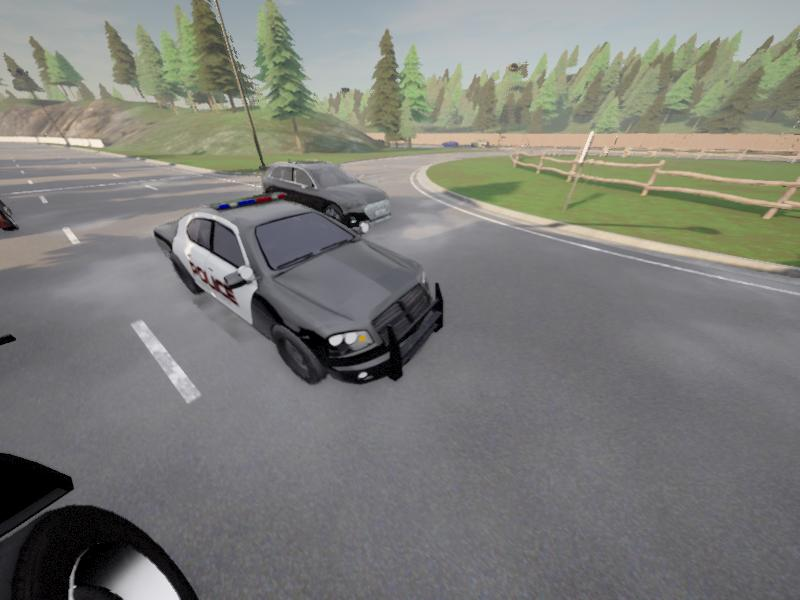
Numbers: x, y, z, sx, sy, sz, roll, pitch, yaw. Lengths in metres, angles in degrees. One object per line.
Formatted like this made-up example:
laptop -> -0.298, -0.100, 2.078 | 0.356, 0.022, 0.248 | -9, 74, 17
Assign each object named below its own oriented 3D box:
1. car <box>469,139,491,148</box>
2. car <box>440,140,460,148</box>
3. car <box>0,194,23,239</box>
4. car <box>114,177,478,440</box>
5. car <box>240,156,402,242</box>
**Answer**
car -> 20.165, -39.620, 58.550 | 4.605, 1.855, 1.932 | 22, 41, 28
car -> 13.475, -42.168, 62.445 | 4.514, 1.525, 2.007 | 22, 41, 28
car -> -12.547, -2.556, 6.188 | 4.181, 1.385, 1.994 | 22, 41, 28
car -> -1.753, -0.667, 3.499 | 4.974, 1.542, 2.038 | 22, 41, 28
car -> -2.527, -3.490, 7.397 | 4.856, 1.649, 2.033 | 22, 41, 28
